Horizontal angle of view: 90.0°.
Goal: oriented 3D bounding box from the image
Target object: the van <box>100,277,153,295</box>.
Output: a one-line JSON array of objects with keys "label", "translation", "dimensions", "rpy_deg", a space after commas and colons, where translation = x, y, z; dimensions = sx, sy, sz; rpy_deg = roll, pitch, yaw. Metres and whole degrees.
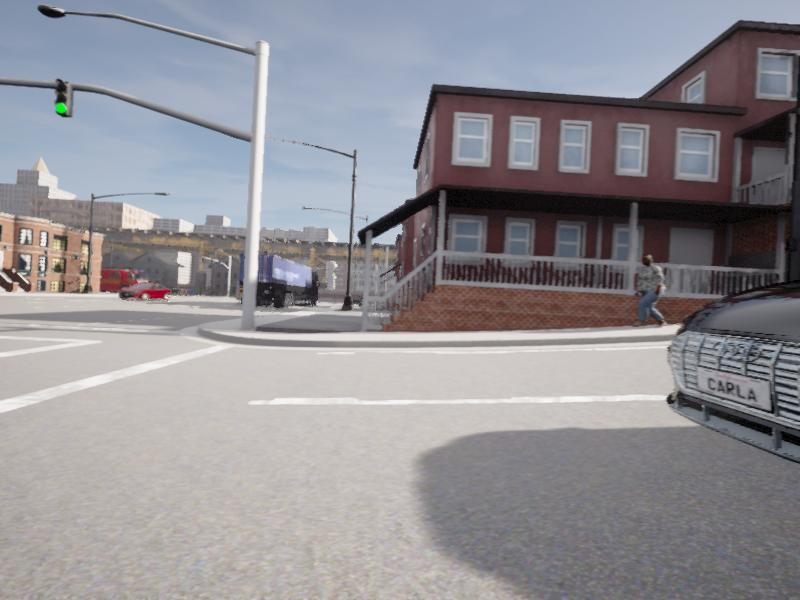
[{"label": "van", "translation": [-41.334, -2.107, 60.559], "dimensions": [6.366, 2.431, 2.351], "rpy_deg": [3, 0, 0]}]

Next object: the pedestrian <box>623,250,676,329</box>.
[{"label": "pedestrian", "translation": [6.141, -0.251, 9.886], "dimensions": [0.751, 1.860, 0.751], "rpy_deg": [3, 0, 4]}]

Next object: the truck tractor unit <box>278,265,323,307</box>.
[{"label": "truck tractor unit", "translation": [-11.053, -1.468, 45.174], "dimensions": [3.053, 4.208, 6.516], "rpy_deg": [3, 0, 1]}]

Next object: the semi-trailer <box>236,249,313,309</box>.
[{"label": "semi-trailer", "translation": [-10.980, -1.582, 37.260], "dimensions": [2.717, 4.402, 14.254], "rpy_deg": [3, 0, -1]}]

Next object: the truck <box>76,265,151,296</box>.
[{"label": "truck", "translation": [-40.686, -2.779, 57.014], "dimensions": [8.468, 3.827, 2.891], "rpy_deg": [3, 0, -1]}]

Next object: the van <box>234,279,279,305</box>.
[{"label": "van", "translation": [-14.603, -0.764, 41.250], "dimensions": [2.351, 2.431, 6.366], "rpy_deg": [3, 0, -1]}]

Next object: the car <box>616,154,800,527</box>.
[{"label": "car", "translation": [4.179, 0.112, 2.193], "dimensions": [4.856, 1.649, 2.033], "rpy_deg": [-2, 0, -1]}]

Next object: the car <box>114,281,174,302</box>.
[{"label": "car", "translation": [-21.467, -0.680, 33.881], "dimensions": [1.882, 1.535, 5.008], "rpy_deg": [3, 0, -1]}]
